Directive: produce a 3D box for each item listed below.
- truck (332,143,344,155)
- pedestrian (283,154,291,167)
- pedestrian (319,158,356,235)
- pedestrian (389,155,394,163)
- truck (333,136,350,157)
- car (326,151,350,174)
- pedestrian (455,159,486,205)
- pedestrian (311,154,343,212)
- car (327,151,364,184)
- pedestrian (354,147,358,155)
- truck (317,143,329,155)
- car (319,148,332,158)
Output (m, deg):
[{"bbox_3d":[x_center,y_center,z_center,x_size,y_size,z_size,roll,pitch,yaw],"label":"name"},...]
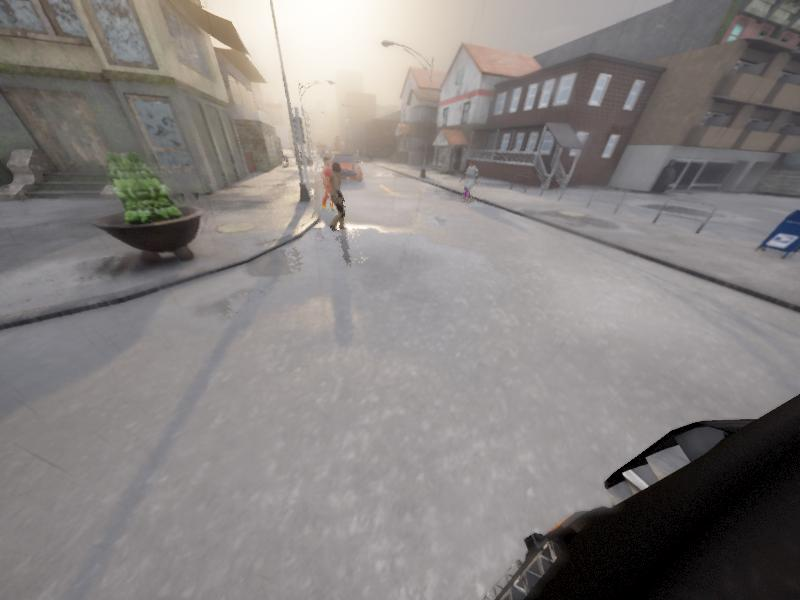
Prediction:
[{"bbox_3d":[-16.906,-41.031,62.795,2.627,2.467,5.204,-8,35,-15],"label":"truck"},{"bbox_3d":[-11.565,-14.314,23.646,0.500,1.100,0.500,-8,35,-16],"label":"pedestrian"},{"bbox_3d":[-1.744,-2.912,6.545,0.751,1.860,0.751,-8,35,-16],"label":"pedestrian"},{"bbox_3d":[-1.350,-22.297,36.497,0.500,1.100,0.500,-13,36,-22],"label":"pedestrian"},{"bbox_3d":[-13.874,-36.122,54.335,2.891,3.827,8.468,-8,35,-15],"label":"truck"},{"bbox_3d":[-6.071,-13.380,22.397,1.851,1.617,3.988,-8,35,-15],"label":"car"},{"bbox_3d":[3.304,-5.580,10.959,0.751,1.860,0.751,-18,38,-28],"label":"pedestrian"},{"bbox_3d":[-2.708,-4.411,8.752,0.751,1.860,0.751,1,33,-2],"label":"pedestrian"},{"bbox_3d":[-4.131,-9.935,17.138,2.097,1.767,4.553,-8,35,-15],"label":"car"},{"bbox_3d":[-11.735,-39.783,61.598,0.751,1.860,0.751,-26,43,-36],"label":"pedestrian"},{"bbox_3d":[-20.534,-40.160,61.212,2.627,2.467,5.204,-8,35,-15],"label":"truck"},{"bbox_3d":[-14.713,-29.113,45.725,2.038,1.542,4.974,-8,35,-15],"label":"car"}]
